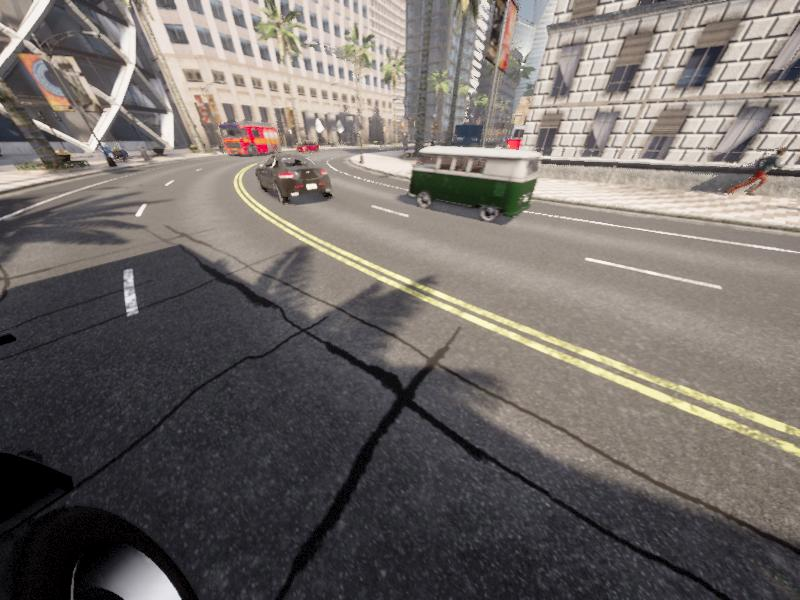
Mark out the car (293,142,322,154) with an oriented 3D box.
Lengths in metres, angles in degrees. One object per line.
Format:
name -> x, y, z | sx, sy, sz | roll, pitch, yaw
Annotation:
car -> -15.432, -25.548, 38.719 | 2.007, 1.525, 4.514 | 11, 37, 15

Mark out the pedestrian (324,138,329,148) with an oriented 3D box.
pedestrian -> -17.115, -36.537, 53.705 | 0.751, 1.860, 0.751 | -20, 40, -26

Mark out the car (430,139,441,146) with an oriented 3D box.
car -> 12.021, -53.812, 78.743 | 1.905, 1.878, 3.866 | 22, 41, 28

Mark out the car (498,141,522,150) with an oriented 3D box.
car -> 26.188, -36.830, 55.054 | 4.514, 1.525, 2.007 | 23, 41, 29

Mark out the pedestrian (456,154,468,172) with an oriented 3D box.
pedestrian -> 4.567, -10.124, 17.051 | 0.500, 1.100, 0.500 | -15, 38, -21

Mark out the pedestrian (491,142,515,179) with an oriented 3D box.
pedestrian -> 6.249, -8.493, 14.090 | 0.751, 1.860, 0.751 | 21, 40, 27

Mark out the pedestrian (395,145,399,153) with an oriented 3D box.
pedestrian -> -0.513, -24.409, 37.283 | 0.500, 1.100, 0.500 | 7, 36, 10

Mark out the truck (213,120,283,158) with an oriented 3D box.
truck -> -20.379, -22.291, 32.064 | 2.891, 3.827, 8.468 | 4, 35, 6

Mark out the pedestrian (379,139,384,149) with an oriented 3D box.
pedestrian -> -4.114, -34.760, 51.548 | 0.751, 1.860, 0.751 | 21, 40, 27

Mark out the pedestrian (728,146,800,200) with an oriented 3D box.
pedestrian -> 15.125, -5.294, 9.620 | 0.751, 1.860, 0.751 | 22, 41, 28

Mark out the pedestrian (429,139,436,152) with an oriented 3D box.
pedestrian -> 5.591, -26.477, 39.606 | 0.751, 1.860, 0.751 | 20, 40, 25

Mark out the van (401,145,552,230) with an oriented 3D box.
van -> 2.289, -4.186, 8.148 | 4.442, 1.987, 1.775 | 28, 44, 33

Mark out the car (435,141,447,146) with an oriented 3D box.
car -> 13.583, -51.342, 75.740 | 1.895, 1.301, 4.718 | 22, 41, 28

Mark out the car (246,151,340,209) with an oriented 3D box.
car -> -5.005, -5.704, 10.558 | 2.152, 1.651, 5.027 | -24, 42, -31

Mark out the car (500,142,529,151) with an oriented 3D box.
car -> 25.623, -34.525, 51.893 | 5.357, 1.411, 2.033 | 22, 41, 28

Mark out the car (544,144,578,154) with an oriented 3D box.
car -> 29.693, -27.945, 42.673 | 4.718, 1.301, 1.895 | 22, 41, 28

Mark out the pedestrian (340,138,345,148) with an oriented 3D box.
pedestrian -> -13.836, -37.733, 55.427 | 0.751, 1.860, 0.751 | -22, 41, -29

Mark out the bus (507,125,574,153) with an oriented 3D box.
bus -> 27.851, -32.431, 46.461 | 10.273, 4.253, 3.944 | 22, 41, 28

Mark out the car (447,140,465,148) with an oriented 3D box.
car -> 15.251, -42.635, 62.979 | 2.097, 1.767, 4.553 | -16, 38, -21

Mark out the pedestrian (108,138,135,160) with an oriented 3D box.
pedestrian -> -28.622, -15.507, 23.772 | 0.751, 1.860, 0.751 | -3, 35, -5

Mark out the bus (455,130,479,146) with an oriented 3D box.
bus -> 23.796, -57.536, 82.045 | 3.944, 4.253, 10.273 | 22, 41, 28

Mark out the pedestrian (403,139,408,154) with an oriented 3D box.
pedestrian -> 0.832, -23.586, 35.467 | 0.751, 1.860, 0.751 | 6, 36, 8

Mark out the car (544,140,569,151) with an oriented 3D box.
car -> 34.135, -33.756, 50.431 | 3.866, 1.878, 1.905 | 22, 40, 28
